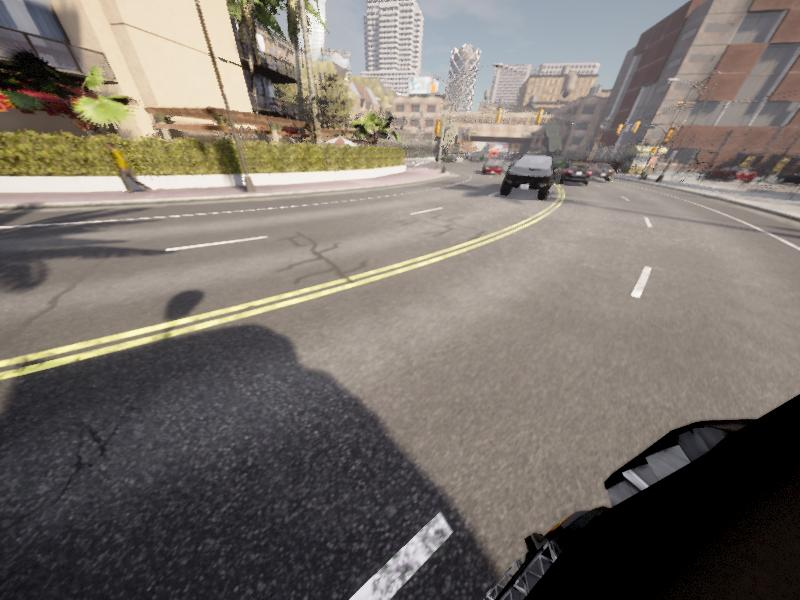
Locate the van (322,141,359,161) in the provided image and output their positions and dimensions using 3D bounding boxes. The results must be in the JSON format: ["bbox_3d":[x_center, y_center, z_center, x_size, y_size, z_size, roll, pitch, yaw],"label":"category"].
[{"bbox_3d":[-10.394,-26.287,40.739,5.915,2.561,1.988,10,34,11],"label":"van"}]

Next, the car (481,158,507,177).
[{"bbox_3d":[10.387,-14.877,25.804,2.163,1.488,4.792,11,34,13],"label":"car"}]

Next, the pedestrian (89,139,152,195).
[{"bbox_3d":[-11.052,-5.284,9.225,0.751,1.860,0.751,-15,37,-24],"label":"pedestrian"}]

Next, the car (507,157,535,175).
[{"bbox_3d":[15.172,-17.066,29.282,1.930,1.638,5.238,10,34,11],"label":"car"}]

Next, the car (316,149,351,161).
[{"bbox_3d":[-10.905,-23.963,38.102,5.008,1.535,1.882,10,34,11],"label":"car"}]

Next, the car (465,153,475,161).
[{"bbox_3d":[18.706,-38.253,61.656,2.097,1.535,5.008,10,34,11],"label":"car"}]

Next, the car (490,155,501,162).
[{"bbox_3d":[24.708,-36.744,59.882,2.033,1.411,5.357,10,34,11],"label":"car"}]

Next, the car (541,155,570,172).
[{"bbox_3d":[24.880,-22.148,37.240,2.150,2.045,5.566,10,34,11],"label":"car"}]

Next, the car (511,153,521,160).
[{"bbox_3d":[43.830,-54.496,87.414,2.435,2.045,5.566,10,34,11],"label":"car"}]

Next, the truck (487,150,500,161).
[{"bbox_3d":[26.843,-41.568,66.353,2.627,2.467,5.204,10,34,11],"label":"truck"}]

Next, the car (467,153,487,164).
[{"bbox_3d":[16.184,-29.677,48.283,2.097,1.767,4.553,25,40,30],"label":"car"}]

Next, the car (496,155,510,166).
[{"bbox_3d":[20.254,-27.562,45.575,1.789,1.549,3.705,10,34,11],"label":"car"}]

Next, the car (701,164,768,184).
[{"bbox_3d":[41.221,-15.779,28.727,2.185,1.767,4.553,10,34,11],"label":"car"}]

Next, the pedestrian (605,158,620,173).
[{"bbox_3d":[31.706,-20.111,34.452,0.751,1.860,0.751,6,34,6],"label":"pedestrian"}]

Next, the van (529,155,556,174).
[{"bbox_3d":[19.541,-18.770,31.834,1.775,1.987,4.442,10,34,12],"label":"van"}]

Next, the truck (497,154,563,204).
[{"bbox_3d":[8.126,-7.649,14.162,2.390,2.098,6.274,20,37,24],"label":"truck"}]

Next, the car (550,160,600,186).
[{"bbox_3d":[15.818,-11.719,21.209,2.242,1.667,4.611,13,35,15],"label":"car"}]

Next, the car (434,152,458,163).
[{"bbox_3d":[8.887,-27.372,44.491,3.988,1.617,1.851,-5,34,-11],"label":"car"}]

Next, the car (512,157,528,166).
[{"bbox_3d":[24.303,-28.283,47.094,1.994,1.385,4.181,10,34,11],"label":"car"}]

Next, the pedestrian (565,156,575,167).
[{"bbox_3d":[34.392,-28.149,46.786,0.751,1.860,0.751,11,34,13],"label":"pedestrian"}]

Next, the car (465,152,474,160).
[{"bbox_3d":[20.206,-41.760,66.831,2.185,1.767,4.553,10,34,11],"label":"car"}]

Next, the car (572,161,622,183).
[{"bbox_3d":[20.733,-13.757,24.659,2.152,1.651,5.027,11,34,13],"label":"car"}]

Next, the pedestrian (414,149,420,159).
[{"bbox_3d":[3.570,-30.781,48.749,0.751,1.860,0.751,20,37,25],"label":"pedestrian"}]
